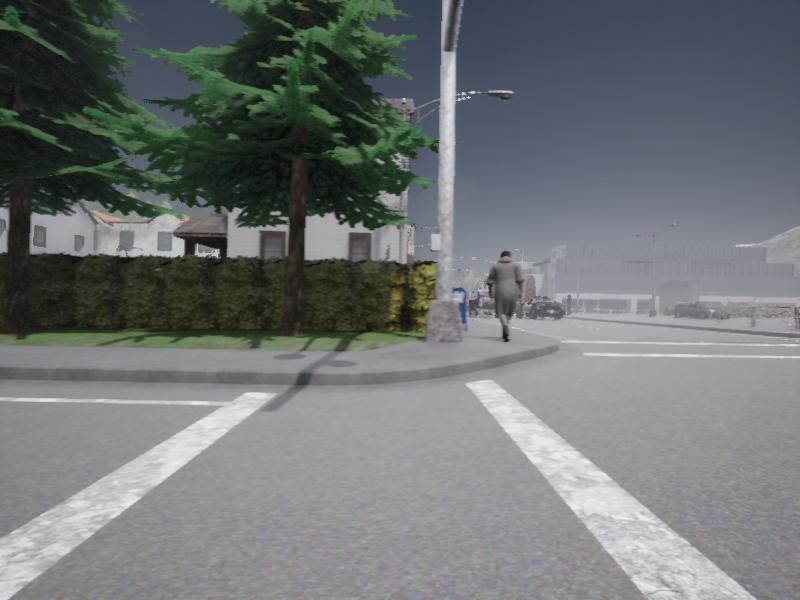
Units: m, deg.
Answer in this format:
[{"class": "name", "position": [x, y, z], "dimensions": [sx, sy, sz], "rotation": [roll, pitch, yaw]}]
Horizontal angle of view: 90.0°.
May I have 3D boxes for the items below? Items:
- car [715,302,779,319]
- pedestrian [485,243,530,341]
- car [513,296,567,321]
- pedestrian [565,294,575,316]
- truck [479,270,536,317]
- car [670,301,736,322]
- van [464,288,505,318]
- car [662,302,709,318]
[{"class": "car", "position": [35.094, 1.044, 40.697], "dimensions": [2.152, 1.636, 5.027], "rotation": [1, -1, 0]}, {"class": "pedestrian", "position": [2.117, -0.153, 7.958], "dimensions": [0.751, 1.860, 0.751], "rotation": [1, -1, 8]}, {"class": "car", "position": [9.628, 0.549, 27.958], "dimensions": [2.038, 1.542, 4.974], "rotation": [1, -1, 0]}, {"class": "pedestrian", "position": [14.988, 0.426, 35.344], "dimensions": [0.751, 1.860, 0.751], "rotation": [1, -1, 26]}, {"class": "truck", "position": [9.646, -0.502, 36.887], "dimensions": [2.891, 3.827, 8.468], "rotation": [1, -1, 0]}, {"class": "car", "position": [25.042, 0.914, 33.287], "dimensions": [2.007, 1.523, 4.514], "rotation": [1, -1, 0]}, {"class": "van", "position": [6.130, 0.243, 29.517], "dimensions": [2.069, 2.038, 4.480], "rotation": [1, -1, 0]}, {"class": "car", "position": [28.678, 0.994, 40.349], "dimensions": [1.970, 1.475, 3.806], "rotation": [1, -1, 0]}]
